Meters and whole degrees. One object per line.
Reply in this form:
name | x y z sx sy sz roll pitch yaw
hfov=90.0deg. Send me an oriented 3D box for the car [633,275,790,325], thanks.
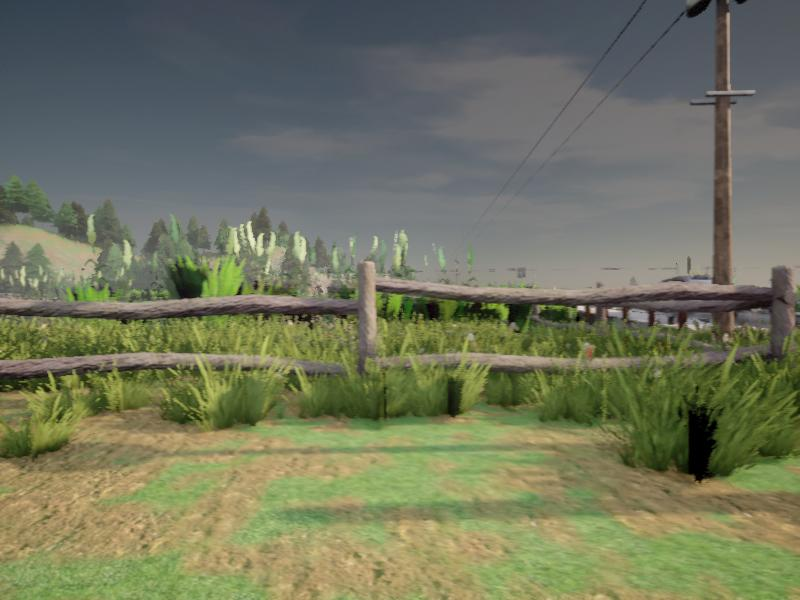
car | 10.339 -0.099 13.884 1.812 1.442 4.674 0 3 1
